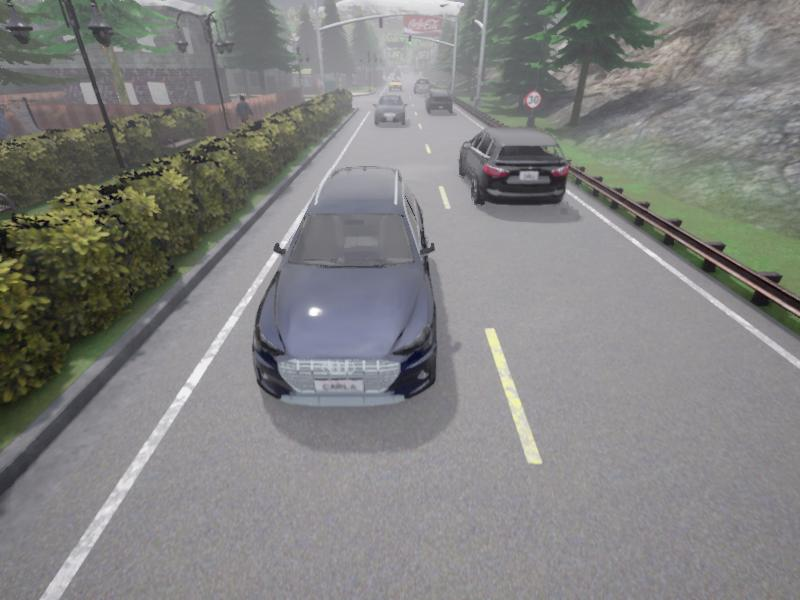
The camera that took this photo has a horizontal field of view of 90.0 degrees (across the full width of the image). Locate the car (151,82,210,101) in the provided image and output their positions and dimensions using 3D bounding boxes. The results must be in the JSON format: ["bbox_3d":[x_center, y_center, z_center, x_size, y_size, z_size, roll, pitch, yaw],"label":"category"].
[{"bbox_3d":[-23.859,-22.731,43.563,5.238,1.638,1.930,5,31,8],"label":"car"}]

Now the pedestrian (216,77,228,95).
[{"bbox_3d":[-21.709,-26.191,48.914,0.751,1.860,0.751,2,30,4],"label":"pedestrian"}]

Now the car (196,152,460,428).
[{"bbox_3d":[-0.558,-0.709,5.593,2.033,1.649,4.856,0,31,0],"label":"car"}]

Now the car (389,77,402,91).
[{"bbox_3d":[-0.604,-30.740,56.879,1.801,1.575,5.366,0,30,0],"label":"car"}]

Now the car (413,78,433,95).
[{"bbox_3d":[2.900,-27.698,51.847,2.242,1.667,4.611,0,30,0],"label":"car"}]

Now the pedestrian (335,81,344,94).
[{"bbox_3d":[-7.294,-25.703,48.377,0.751,1.300,0.751,22,37,32],"label":"pedestrian"}]

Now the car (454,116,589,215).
[{"bbox_3d":[2.935,-3.879,10.980,2.242,1.667,4.611,0,30,0],"label":"car"}]

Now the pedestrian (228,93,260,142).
[{"bbox_3d":[-6.694,-7.865,17.260,0.751,1.860,0.751,1,30,1],"label":"pedestrian"}]

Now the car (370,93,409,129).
[{"bbox_3d":[-0.574,-11.503,24.180,2.128,1.511,4.902,0,30,0],"label":"car"}]

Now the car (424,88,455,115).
[{"bbox_3d":[2.919,-15.161,30.453,1.837,1.490,4.892,0,30,0],"label":"car"}]
